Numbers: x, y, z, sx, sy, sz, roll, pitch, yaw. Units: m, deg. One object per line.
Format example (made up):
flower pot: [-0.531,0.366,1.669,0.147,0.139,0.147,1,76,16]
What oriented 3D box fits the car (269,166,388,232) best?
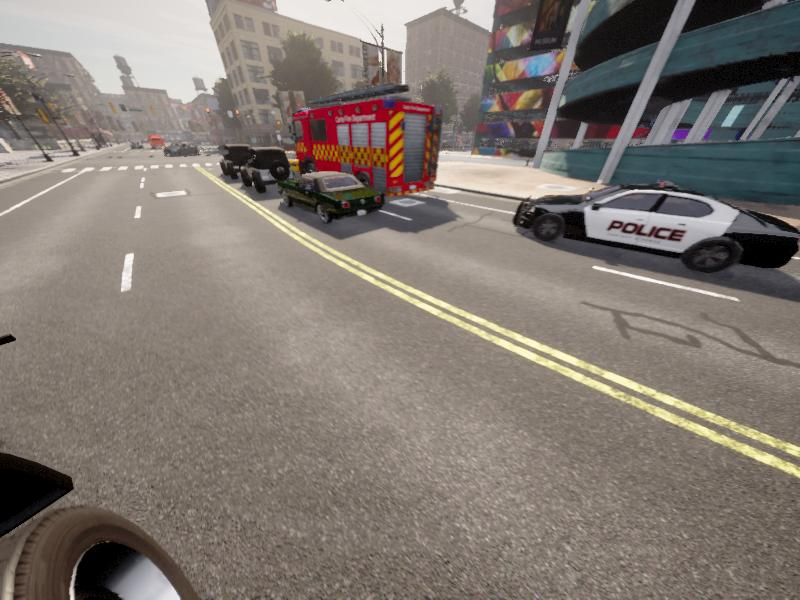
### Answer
car: [-2.731,-3.926,8.441,1.895,1.301,4.718,-29,44,-35]

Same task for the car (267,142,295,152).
car: [-24.546,-31.749,47.842,4.514,1.525,2.007,-24,42,-31]

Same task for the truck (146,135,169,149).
truck: [-52.930,-34.421,50.363,2.627,2.467,5.204,-27,43,-33]

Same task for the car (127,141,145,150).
car: [-54.614,-32.098,47.859,1.970,1.475,3.806,-26,43,-33]

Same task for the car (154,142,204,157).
car: [-30.685,-21.115,32.325,2.242,1.667,4.611,1,35,1]

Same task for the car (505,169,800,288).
car: [5.721,-2.177,5.872,4.974,1.542,2.038,23,40,29]

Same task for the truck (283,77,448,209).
truck: [-2.174,-7.535,11.423,2.891,3.827,8.468,-27,44,-34]

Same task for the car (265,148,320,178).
car: [-8.323,-10.627,17.724,1.801,1.575,5.366,-26,43,-33]

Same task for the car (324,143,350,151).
car: [-13.952,-34.141,51.479,4.902,1.511,2.128,-26,43,-33]

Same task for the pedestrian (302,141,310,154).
pedestrian: [-16.312,-26.523,40.140,0.751,1.860,0.751,-22,41,-29]

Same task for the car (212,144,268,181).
car: [-10.881,-9.420,15.673,1.905,1.878,3.866,-27,43,-34]

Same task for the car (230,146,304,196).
car: [-6.976,-6.874,12.082,1.905,1.878,3.866,-27,43,-33]

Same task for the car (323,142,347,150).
car: [-15.197,-36.184,54.408,4.892,1.490,1.837,-26,43,-33]

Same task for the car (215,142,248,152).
car: [-32.726,-29.809,44.983,4.674,1.442,1.812,-3,35,-5]

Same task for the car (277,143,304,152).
car: [-21.689,-30.237,45.858,4.181,1.385,1.994,-27,43,-34]
